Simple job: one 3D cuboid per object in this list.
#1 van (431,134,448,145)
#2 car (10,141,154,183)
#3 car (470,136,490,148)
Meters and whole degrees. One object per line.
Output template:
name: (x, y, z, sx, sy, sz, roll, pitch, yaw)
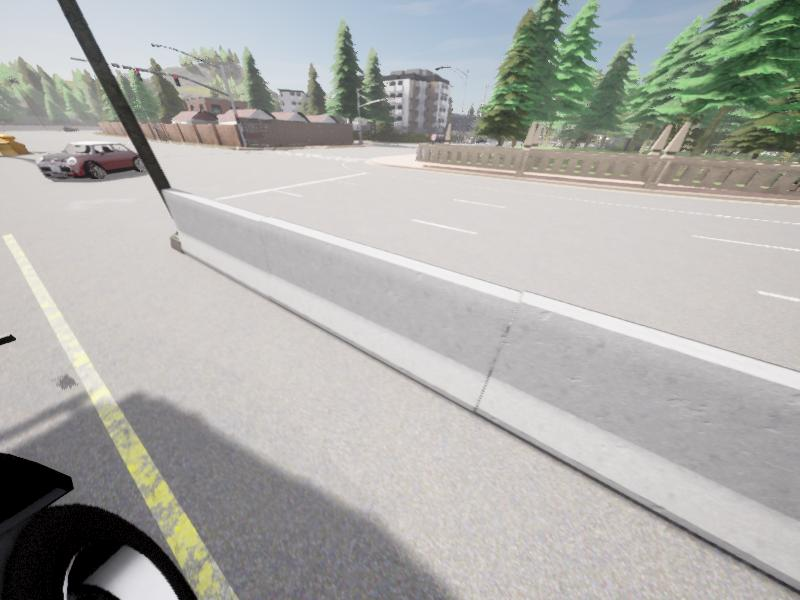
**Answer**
van: (9.484, -38.530, 55.597, 2.069, 2.038, 4.480, 23, 41, 26)
car: (-15.580, -7.147, 11.780, 1.970, 1.475, 3.806, 0, 36, -3)
car: (17.331, -34.190, 49.932, 2.150, 2.045, 5.566, 23, 41, 26)
